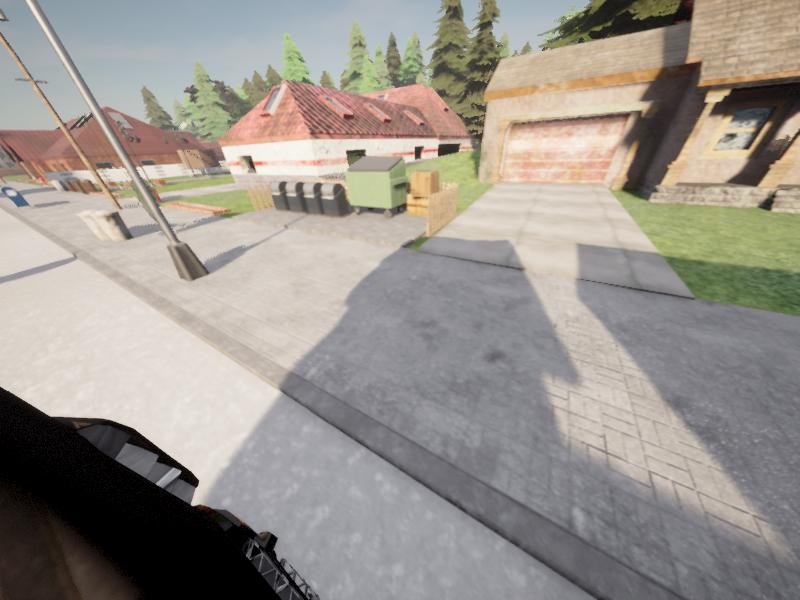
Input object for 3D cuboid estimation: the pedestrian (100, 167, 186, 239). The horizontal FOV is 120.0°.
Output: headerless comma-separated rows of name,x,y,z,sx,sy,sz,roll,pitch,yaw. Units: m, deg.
pedestrian,-7.582,-2.889,6.932,0.751,1.860,0.751,7,35,14
